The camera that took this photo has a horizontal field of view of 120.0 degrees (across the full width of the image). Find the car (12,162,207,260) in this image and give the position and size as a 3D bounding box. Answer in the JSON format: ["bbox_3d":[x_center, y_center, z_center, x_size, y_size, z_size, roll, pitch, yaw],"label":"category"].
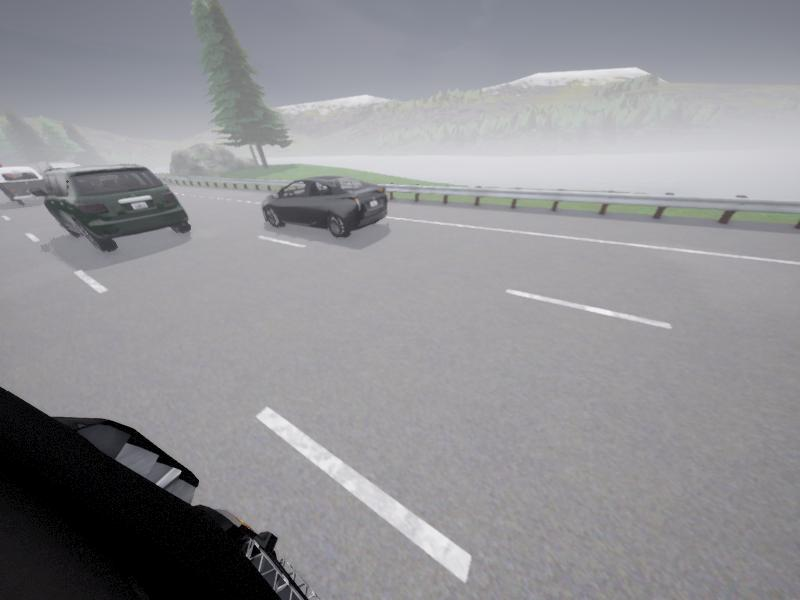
[{"bbox_3d":[-9.266,-3.099,7.393,5.566,2.045,2.150,16,38,26],"label":"car"}]

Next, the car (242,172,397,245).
[{"bbox_3d":[-2.572,-3.190,7.542,4.514,1.525,2.007,16,38,26],"label":"car"}]

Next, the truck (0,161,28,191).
[{"bbox_3d":[-42.091,-12.740,23.792,5.204,2.467,2.627,16,38,26],"label":"truck"}]

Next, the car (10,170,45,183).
[{"bbox_3d":[-53.888,-17.902,33.429,4.718,1.301,1.895,16,38,26],"label":"car"}]

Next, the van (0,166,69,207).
[{"bbox_3d":[-24.722,-7.555,15.174,4.480,2.038,2.069,16,38,26],"label":"van"}]

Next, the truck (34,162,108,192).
[{"bbox_3d":[-30.509,-11.487,21.438,6.274,2.098,2.390,16,38,26],"label":"truck"}]

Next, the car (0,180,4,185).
[{"bbox_3d":[-54.997,-16.056,30.567,4.193,1.474,1.816,16,38,26],"label":"car"}]

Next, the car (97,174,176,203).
[{"bbox_3d":[-16.919,-7.235,14.829,4.718,1.301,1.895,16,38,26],"label":"car"}]
